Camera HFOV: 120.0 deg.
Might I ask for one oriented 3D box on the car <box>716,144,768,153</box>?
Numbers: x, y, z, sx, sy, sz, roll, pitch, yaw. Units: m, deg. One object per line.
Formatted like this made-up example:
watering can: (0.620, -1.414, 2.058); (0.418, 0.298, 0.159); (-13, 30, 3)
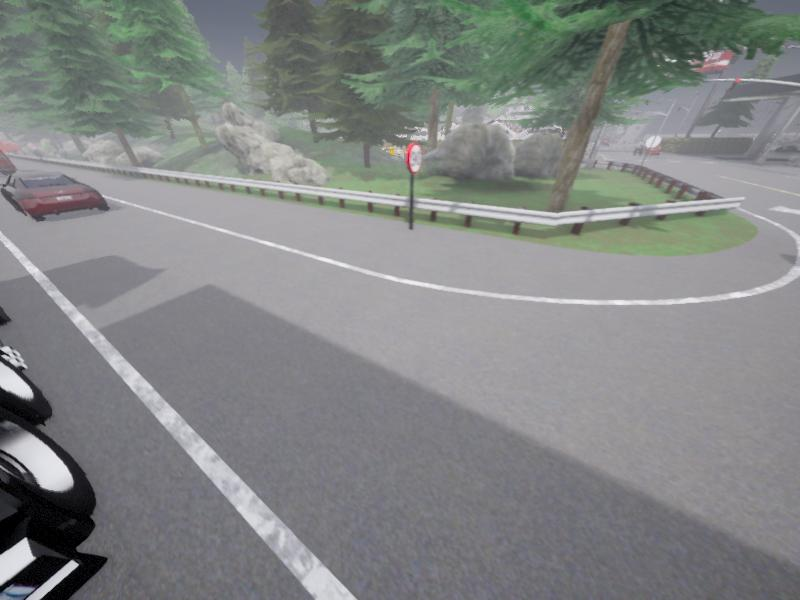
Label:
car: (60.459, -26.920, 40.972); (4.718, 1.301, 1.895); (18, 39, 24)

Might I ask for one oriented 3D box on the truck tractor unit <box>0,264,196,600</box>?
truck tractor unit: (-5.113, -0.298, 0.788); (6.516, 4.208, 3.053); (18, 39, 24)

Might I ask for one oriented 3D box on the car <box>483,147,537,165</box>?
car: (11.997, -15.817, 25.323); (4.792, 1.488, 2.163); (18, 39, 25)

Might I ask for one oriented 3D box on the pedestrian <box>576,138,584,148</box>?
pedestrian: (43.439, -37.840, 55.695); (0.751, 1.860, 0.751); (25, 42, 31)

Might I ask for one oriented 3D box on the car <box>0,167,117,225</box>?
car: (-13.590, -4.191, 8.967); (4.181, 1.385, 1.994); (18, 39, 25)

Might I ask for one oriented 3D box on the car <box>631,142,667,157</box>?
car: (36.134, -22.018, 33.643); (2.242, 1.667, 4.611); (19, 39, 23)

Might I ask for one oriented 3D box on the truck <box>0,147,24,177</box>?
truck: (-35.474, -12.323, 18.718); (8.468, 3.827, 2.891); (18, 39, 24)

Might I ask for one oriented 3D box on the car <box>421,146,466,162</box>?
car: (5.252, -18.052, 28.552); (5.008, 1.535, 1.882); (18, 39, 25)

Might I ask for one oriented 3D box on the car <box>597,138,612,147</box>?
car: (59.924, -46.179, 67.666); (2.150, 2.045, 5.566); (18, 39, 24)
